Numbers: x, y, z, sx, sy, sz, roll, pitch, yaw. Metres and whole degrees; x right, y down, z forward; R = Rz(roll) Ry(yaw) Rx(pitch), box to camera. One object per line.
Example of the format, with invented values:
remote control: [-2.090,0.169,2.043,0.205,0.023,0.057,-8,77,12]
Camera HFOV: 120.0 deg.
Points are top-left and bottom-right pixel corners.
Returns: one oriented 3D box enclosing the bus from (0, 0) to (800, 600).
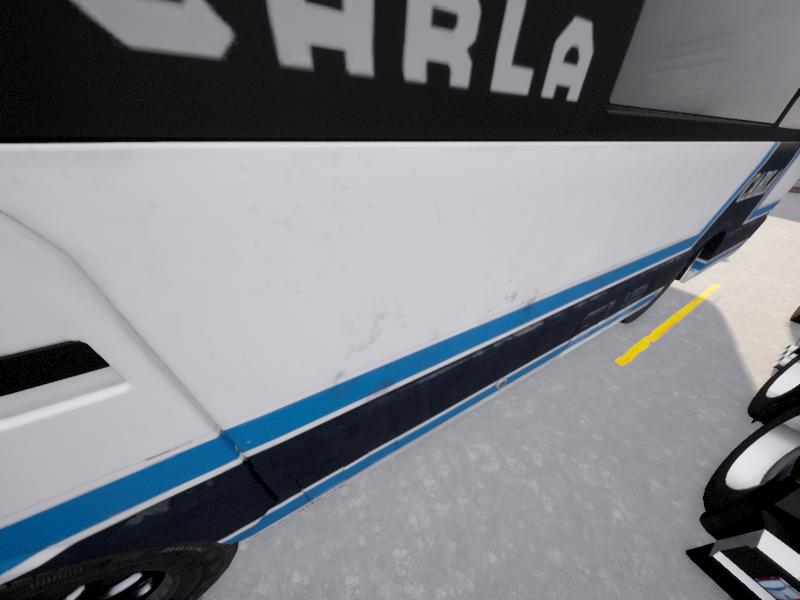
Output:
bus: [0.994,-1.494,2.429,10.273,4.253,3.944,-17,38,-23]

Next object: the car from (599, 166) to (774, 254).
car: [8.786,-3.034,7.094,4.902,1.511,2.128,-20,40,-27]

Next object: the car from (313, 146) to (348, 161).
car: [-8.454,-17.936,28.220,3.633,1.501,1.845,-18,39,-24]

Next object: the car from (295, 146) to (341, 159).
car: [-11.112,-20.108,31.426,5.357,1.415,2.033,-18,39,-24]

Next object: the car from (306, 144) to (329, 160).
car: [-11.140,-20.009,31.159,1.789,1.547,3.705,-18,39,-24]

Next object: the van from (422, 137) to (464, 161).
van: [5.591,-20.397,31.097,1.988,2.561,5.915,-18,39,-24]

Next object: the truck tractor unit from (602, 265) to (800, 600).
truck tractor unit: [5.111,-0.301,0.780,6.516,4.208,3.053,-18,39,-24]

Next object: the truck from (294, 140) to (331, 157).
truck: [-12.913,-22.388,34.141,4.478,2.038,2.069,-18,39,-24]

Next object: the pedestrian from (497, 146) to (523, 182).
pedestrian: [6.677,-8.290,14.096,0.751,1.860,0.751,-19,39,-25]

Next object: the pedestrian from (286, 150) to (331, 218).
pedestrian: [-2.903,-3.749,7.510,0.751,1.860,0.751,3,35,4]

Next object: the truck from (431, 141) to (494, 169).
truck: [6.122,-14.962,23.684,2.390,2.098,6.274,-18,39,-24]
